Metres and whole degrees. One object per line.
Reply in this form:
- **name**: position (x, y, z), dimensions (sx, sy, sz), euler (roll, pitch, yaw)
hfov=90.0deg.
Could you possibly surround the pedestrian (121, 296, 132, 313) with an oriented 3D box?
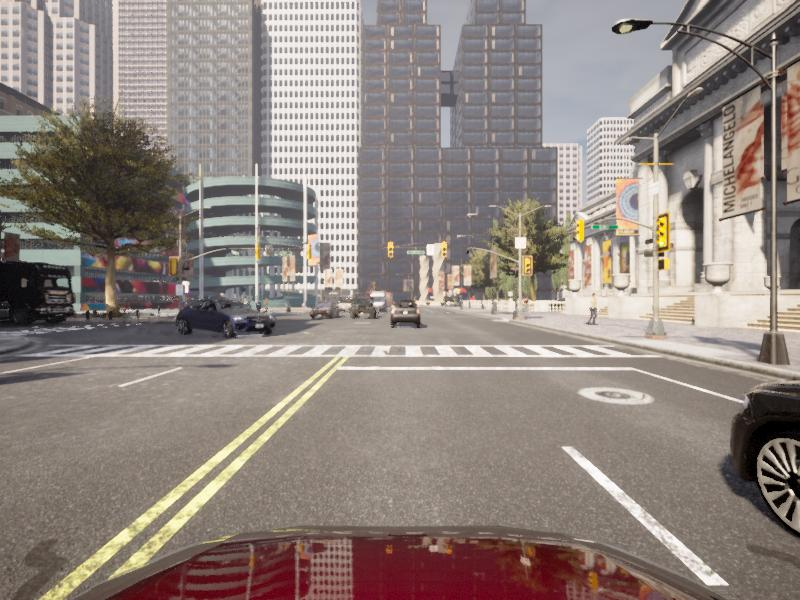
- **pedestrian**: position (-29.989, 0.485, 43.880), dimensions (0.751, 1.860, 0.751), euler (0, 0, 4)

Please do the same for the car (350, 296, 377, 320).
- **car**: position (-3.024, 0.646, 33.837), dimensions (1.905, 1.878, 3.866), euler (0, 0, 1)

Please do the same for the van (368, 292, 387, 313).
- **van**: position (-2.785, 0.323, 51.085), dimensions (1.988, 2.561, 5.915), euler (0, 0, 1)

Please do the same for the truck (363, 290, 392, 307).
- **truck**: position (-5.372, -0.325, 95.580), dimensions (2.891, 3.827, 8.468), euler (0, 0, -35)

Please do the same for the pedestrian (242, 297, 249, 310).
- **pedestrian**: position (-22.392, 0.485, 57.930), dimensions (0.751, 1.860, 0.751), euler (0, 0, -10)

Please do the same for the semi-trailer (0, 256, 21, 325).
- **semi-trailer**: position (-32.858, -0.629, 25.945), dimensions (14.254, 4.402, 2.717), euler (0, 0, 1)

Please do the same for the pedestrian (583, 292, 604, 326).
- **pedestrian**: position (10.725, 0.485, 22.217), dimensions (0.751, 1.860, 0.751), euler (0, 0, -8)

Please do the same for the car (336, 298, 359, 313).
- **car**: position (-6.530, 0.655, 50.168), dimensions (1.932, 1.855, 4.605), euler (0, -1, 6)

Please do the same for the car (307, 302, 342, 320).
- **car**: position (-6.506, 0.894, 35.176), dimensions (2.033, 1.411, 5.357), euler (0, 0, 1)

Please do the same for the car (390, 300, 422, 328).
- **car**: position (0.352, 0.788, 24.930), dimensions (1.851, 1.617, 3.988), euler (0, 0, 1)

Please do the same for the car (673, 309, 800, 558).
- **car**: position (3.511, 0.836, 1.169), dimensions (2.128, 1.511, 4.902), euler (0, 0, 1)

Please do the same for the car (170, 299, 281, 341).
- **car**: position (-7.923, 0.780, 18.001), dimensions (5.027, 1.651, 2.152), euler (0, 0, 33)

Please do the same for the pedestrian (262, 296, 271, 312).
- **pedestrian**: position (-15.834, 0.485, 47.425), dimensions (0.751, 1.860, 0.751), euler (0, 0, 21)

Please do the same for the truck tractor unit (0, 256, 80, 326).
- **truck tractor unit**: position (-24.952, -0.520, 25.692), dimensions (6.516, 4.208, 3.053), euler (0, 0, 3)

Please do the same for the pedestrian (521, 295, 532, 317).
- **pedestrian**: position (10.751, 0.485, 33.969), dimensions (0.751, 1.860, 0.751), euler (0, 0, 0)
